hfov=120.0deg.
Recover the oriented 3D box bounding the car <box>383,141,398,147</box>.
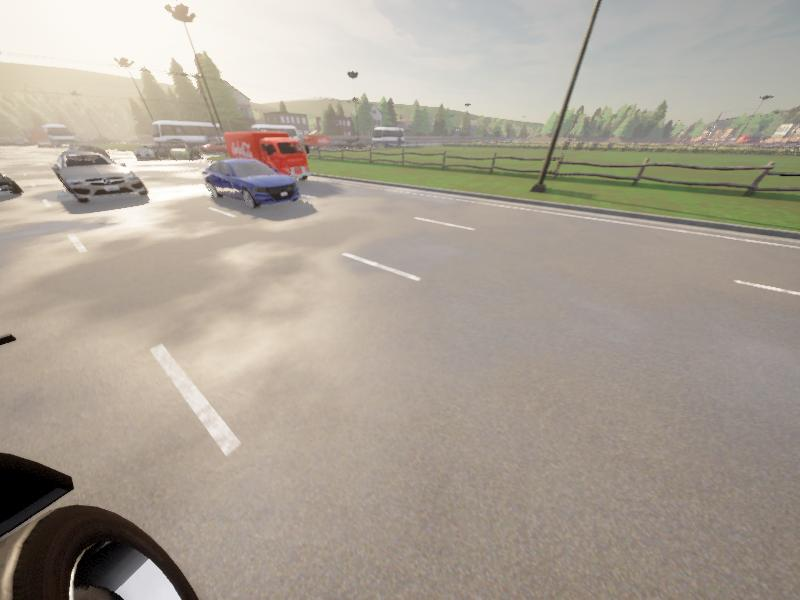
[{"bbox_3d":[-2.677,-44.782,66.301,1.895,1.301,4.718,22,41,28],"label":"car"}]

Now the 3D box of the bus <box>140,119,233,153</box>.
[{"bbox_3d":[-36.364,-28.376,40.188,3.944,4.253,10.273,20,40,26],"label":"bus"}]

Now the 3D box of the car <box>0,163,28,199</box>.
[{"bbox_3d":[-18.953,-5.495,10.198,3.705,1.549,1.789,20,40,24],"label":"car"}]

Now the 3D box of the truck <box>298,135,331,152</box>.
[{"bbox_3d":[-16.386,-30.338,44.673,2.627,2.467,5.204,22,41,28],"label":"truck"}]

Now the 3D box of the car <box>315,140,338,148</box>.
[{"bbox_3d":[-18.381,-39.148,57.898,2.152,1.651,5.027,21,40,27],"label":"car"}]

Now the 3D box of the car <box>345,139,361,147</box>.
[{"bbox_3d":[-13.009,-43.541,63.942,1.905,1.878,3.866,22,40,28],"label":"car"}]

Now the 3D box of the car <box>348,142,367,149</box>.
[{"bbox_3d":[-9.691,-35.445,52.932,1.994,1.385,4.181,22,41,28],"label":"car"}]

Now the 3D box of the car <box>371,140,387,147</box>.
[{"bbox_3d":[-6.074,-45.609,67.237,1.882,1.535,5.008,22,41,28],"label":"car"}]

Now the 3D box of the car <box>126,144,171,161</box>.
[{"bbox_3d":[-28.459,-16.833,26.282,1.970,1.475,3.806,-13,37,-18],"label":"car"}]

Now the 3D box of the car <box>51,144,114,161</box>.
[{"bbox_3d":[-35.743,-16.750,26.199,1.994,1.385,4.181,-8,36,-12],"label":"car"}]

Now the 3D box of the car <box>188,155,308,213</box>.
[{"bbox_3d":[-6.359,-5.014,9.639,5.008,1.535,1.882,22,41,28],"label":"car"}]

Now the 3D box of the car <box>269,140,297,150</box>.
[{"bbox_3d":[-25.036,-33.430,49.687,2.242,1.667,4.611,22,41,28],"label":"car"}]

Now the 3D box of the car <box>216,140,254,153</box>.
[{"bbox_3d":[-28.676,-26.835,40.303,2.242,1.667,4.611,21,40,26],"label":"car"}]

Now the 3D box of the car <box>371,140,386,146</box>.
[{"bbox_3d":[-6.589,-48.678,71.595,2.038,1.542,4.974,22,41,28],"label":"car"}]

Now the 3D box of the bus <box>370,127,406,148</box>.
[{"bbox_3d":[-2.857,-42.164,60.022,3.944,4.253,10.273,22,40,28],"label":"bus"}]

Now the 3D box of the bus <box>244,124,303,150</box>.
[{"bbox_3d":[-27.569,-36.043,51.136,3.944,4.253,10.273,21,40,27],"label":"bus"}]

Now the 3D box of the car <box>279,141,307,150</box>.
[{"bbox_3d":[-22.188,-32.212,48.149,2.163,1.488,4.792,22,41,28],"label":"car"}]

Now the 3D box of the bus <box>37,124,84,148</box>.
[{"bbox_3d":[-79.705,-38.571,54.292,10.273,4.253,3.944,22,41,28],"label":"bus"}]

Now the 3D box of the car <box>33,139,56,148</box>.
[{"bbox_3d":[-76.030,-33.427,49.351,5.366,1.575,1.801,22,41,28],"label":"car"}]

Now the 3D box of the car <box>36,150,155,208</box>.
[{"bbox_3d":[-13.600,-5.578,10.308,5.027,1.651,2.152,23,41,29],"label":"car"}]

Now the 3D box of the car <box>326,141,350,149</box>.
[{"bbox_3d":[-14.110,-35.383,52.681,2.128,1.511,4.902,22,41,28],"label":"car"}]

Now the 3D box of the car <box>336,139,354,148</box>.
[{"bbox_3d":[-13.745,-39.385,58.040,1.905,1.878,3.866,22,40,28],"label":"car"}]

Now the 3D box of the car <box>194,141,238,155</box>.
[{"bbox_3d":[-28.158,-23.472,35.536,2.242,1.667,4.611,18,39,24],"label":"car"}]

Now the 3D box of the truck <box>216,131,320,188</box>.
[{"bbox_3d":[-7.733,-8.449,13.692,5.204,2.467,2.627,23,41,28],"label":"truck"}]

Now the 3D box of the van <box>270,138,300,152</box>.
[{"bbox_3d":[-21.613,-29.346,43.652,1.775,1.987,4.442,22,40,28],"label":"van"}]

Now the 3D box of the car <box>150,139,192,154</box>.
[{"bbox_3d":[-35.499,-23.976,36.000,1.905,1.878,3.866,13,37,17],"label":"car"}]

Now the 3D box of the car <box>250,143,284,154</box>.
[{"bbox_3d":[-21.991,-25.239,38.353,1.994,1.385,4.181,21,40,27],"label":"car"}]

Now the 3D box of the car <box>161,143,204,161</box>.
[{"bbox_3d":[-25.194,-17.350,26.998,2.007,1.525,4.514,-12,37,-16],"label":"car"}]

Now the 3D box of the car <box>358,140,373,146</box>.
[{"bbox_3d":[-10.656,-48.894,71.871,2.007,1.525,4.514,22,40,28],"label":"car"}]
